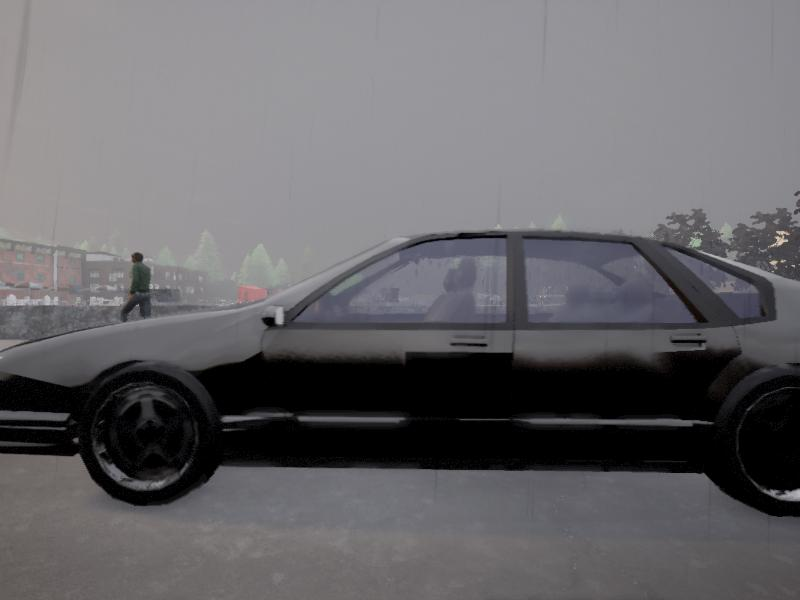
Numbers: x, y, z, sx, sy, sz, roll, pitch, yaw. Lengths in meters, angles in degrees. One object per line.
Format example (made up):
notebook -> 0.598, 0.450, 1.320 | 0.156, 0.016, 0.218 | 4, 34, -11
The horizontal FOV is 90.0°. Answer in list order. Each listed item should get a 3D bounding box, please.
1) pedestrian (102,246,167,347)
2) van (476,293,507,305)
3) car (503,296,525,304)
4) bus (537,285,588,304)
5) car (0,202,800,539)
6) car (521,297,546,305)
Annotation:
pedestrian -> -5.152, -0.067, 7.808 | 0.751, 1.860, 0.751 | 0, 0, 14
van -> 20.192, -0.227, 88.536 | 6.366, 2.431, 2.351 | 0, 0, 2
car -> 26.313, 0.054, 92.339 | 4.605, 1.855, 1.932 | 0, 0, 2
bus -> 37.171, -1.139, 91.861 | 10.273, 4.253, 3.944 | 0, 0, 2
car -> 0.473, 0.295, 2.729 | 5.357, 1.411, 2.033 | 0, 0, 2
car -> 29.331, 0.168, 88.238 | 4.856, 1.649, 2.033 | 0, 0, 2
